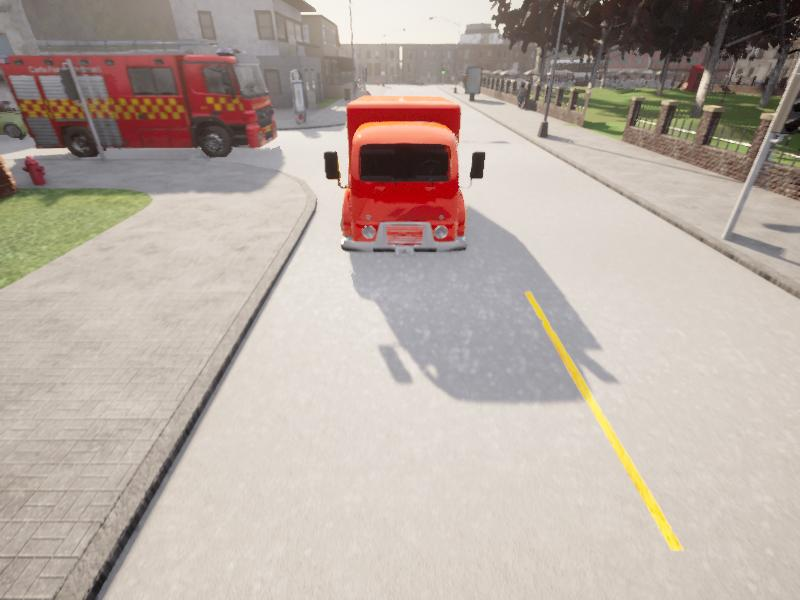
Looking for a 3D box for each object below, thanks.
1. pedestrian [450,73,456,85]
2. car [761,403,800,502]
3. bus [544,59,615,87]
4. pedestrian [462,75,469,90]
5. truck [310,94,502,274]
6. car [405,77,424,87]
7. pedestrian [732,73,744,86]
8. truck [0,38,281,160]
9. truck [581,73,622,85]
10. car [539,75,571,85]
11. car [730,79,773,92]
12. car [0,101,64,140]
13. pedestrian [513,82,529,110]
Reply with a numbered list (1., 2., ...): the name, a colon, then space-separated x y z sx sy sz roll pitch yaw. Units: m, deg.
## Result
1. pedestrian: 9.794 -40.870 74.018 0.751 1.860 0.751 1 30 1
2. car: 4.170 1.678 1.621 1.845 1.501 3.633 -1 30 -1
3. bus: 32.171 -40.881 72.152 10.273 4.253 3.944 0 30 0
4. pedestrian: 9.196 -30.764 56.510 0.751 1.860 0.751 1 30 2
5. truck: 0.069 -2.793 8.355 2.627 2.467 5.204 0 30 0
6. car: 2.624 -40.140 73.528 1.845 1.501 3.633 -17 34 -27
7. pedestrian: 56.156 -36.582 66.499 0.751 1.860 0.751 -13 33 -20
8. truck: -9.461 -7.671 15.334 8.468 3.827 2.891 0 30 0
9. truck: 38.181 -41.995 75.999 6.274 2.098 2.390 0 30 0
10. car: 29.446 -41.845 76.061 5.008 1.535 1.882 0 30 0
11. car: 53.221 -32.550 60.702 2.128 1.511 4.902 0 30 0
12. car: -19.549 -8.696 19.358 4.514 1.525 2.007 0 30 0
13. pedestrian: 9.357 -15.762 30.870 0.751 1.860 0.751 0 30 0
